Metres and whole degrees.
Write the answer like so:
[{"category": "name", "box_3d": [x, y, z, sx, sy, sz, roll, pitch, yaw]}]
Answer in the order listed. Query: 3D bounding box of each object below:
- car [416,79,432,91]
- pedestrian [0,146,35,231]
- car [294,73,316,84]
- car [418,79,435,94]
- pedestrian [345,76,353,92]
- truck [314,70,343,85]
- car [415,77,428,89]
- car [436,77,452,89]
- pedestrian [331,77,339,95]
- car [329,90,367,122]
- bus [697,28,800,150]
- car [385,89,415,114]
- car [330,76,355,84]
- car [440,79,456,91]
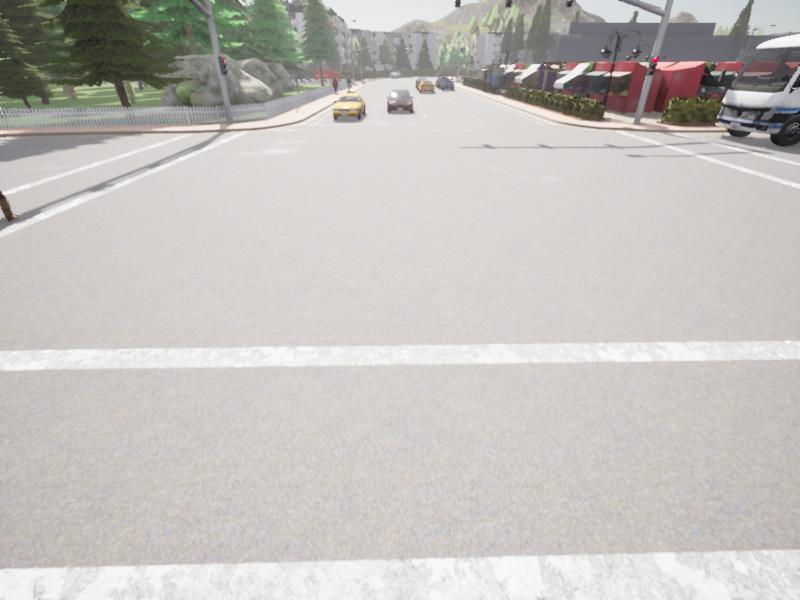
[{"category": "car", "box_3d": [3.523, -32.029, 59.529, 2.163, 1.488, 4.792, 0, 30, 0]}, {"category": "pedestrian", "box_3d": [-8.590, -2.427, 8.203, 0.751, 1.860, 0.751, 1, 30, 2]}, {"category": "car", "box_3d": [-19.548, -45.762, 82.694, 3.866, 1.878, 1.905, 1, 30, 1]}, {"category": "car", "box_3d": [3.552, -28.670, 53.709, 1.882, 1.535, 5.008, 0, 30, 0]}, {"category": "pedestrian", "box_3d": [-6.629, -28.136, 52.118, 0.751, 1.860, 0.751, 2, 30, 3]}, {"category": "truck", "box_3d": [-14.119, -44.189, 79.401, 5.204, 2.467, 2.627, 1, 30, 1]}, {"category": "car", "box_3d": [3.512, -35.496, 65.421, 1.882, 1.535, 5.008, 0, 30, 0]}, {"category": "car", "box_3d": [7.012, -35.134, 64.713, 2.033, 1.649, 4.856, 0, 30, 0]}, {"category": "pedestrian", "box_3d": [-7.723, -25.625, 47.810, 0.751, 1.860, 0.751, 0, 30, -1]}, {"category": "car", "box_3d": [-3.447, -13.446, 27.543, 1.801, 1.575, 5.366, 1, 30, 1]}, {"category": "bus", "box_3d": [20.117, -9.142, 17.405, 10.273, 4.253, 3.944, 0, 30, 0]}, {"category": "car", "box_3d": [0.007, -15.729, 31.559, 2.163, 1.488, 4.792, 0, 30, 0]}, {"category": "car", "box_3d": [-11.839, -45.477, 82.635, 4.902, 1.511, 2.128, 1, 30, 1]}, {"category": "car", "box_3d": [7.011, -31.779, 59.107, 1.816, 1.474, 4.193, 0, 30, 0]}]
